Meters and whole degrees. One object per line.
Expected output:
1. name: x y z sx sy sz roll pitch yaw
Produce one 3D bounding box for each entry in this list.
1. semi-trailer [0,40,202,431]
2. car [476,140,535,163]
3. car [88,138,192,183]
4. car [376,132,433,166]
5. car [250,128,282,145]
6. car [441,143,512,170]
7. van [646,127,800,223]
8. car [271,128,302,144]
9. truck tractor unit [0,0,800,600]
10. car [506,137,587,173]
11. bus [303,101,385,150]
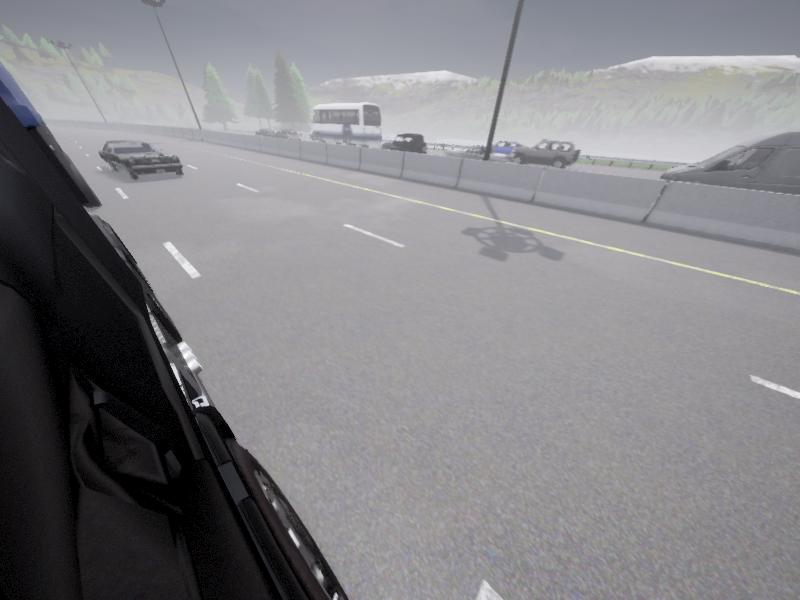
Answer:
1. semi-trailer: -8.740 -3.549 4.225 14.254 4.402 2.717 27 43 30
2. car: 9.991 -14.387 22.227 4.514 1.525 2.007 28 44 30
3. car: -12.189 -6.656 10.826 4.718 1.301 1.895 24 42 26
4. car: 0.232 -11.513 17.529 3.866 1.878 1.905 28 44 30
5. car: -16.756 -20.431 28.837 3.705 1.549 1.789 28 44 30
6. car: 5.725 -11.082 17.752 4.718 1.301 1.895 28 44 30
7. van: 13.718 -4.592 8.449 5.915 2.561 1.988 28 44 30
8. car: -15.609 -22.587 31.747 3.988 1.617 1.851 28 44 30
9. truck tractor unit: -2.645 -0.295 0.351 6.516 4.208 3.053 28 44 30
10. car: 11.057 -11.216 17.744 4.605 1.855 1.932 28 44 30
11. bus: -6.974 -21.710 28.835 10.273 4.253 3.944 28 44 30
